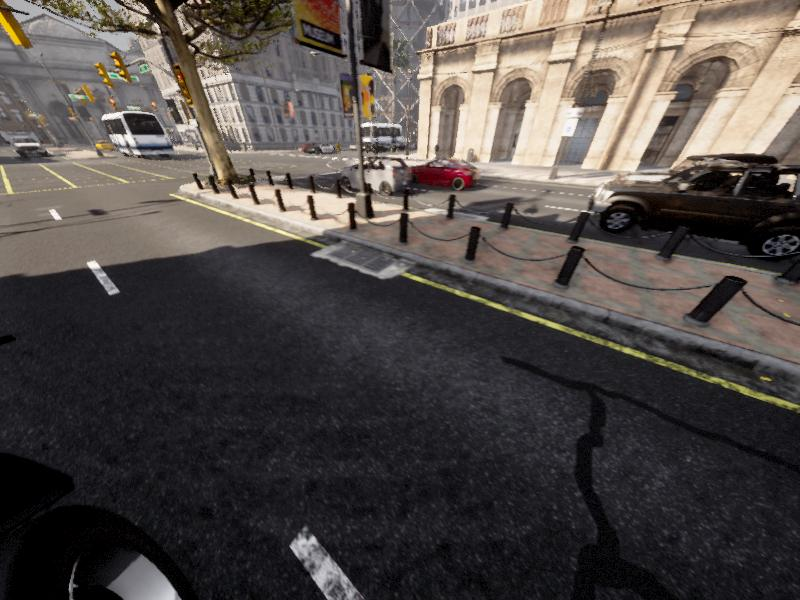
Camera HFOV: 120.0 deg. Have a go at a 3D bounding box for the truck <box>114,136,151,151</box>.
[{"bbox_3d":[-46.932,-27.473,40.513,6.274,2.098,2.390,22,41,28],"label":"truck"}]

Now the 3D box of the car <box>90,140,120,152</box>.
[{"bbox_3d":[-49.027,-25.654,38.363,5.366,1.575,1.801,22,41,28],"label":"car"}]

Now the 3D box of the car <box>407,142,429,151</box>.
[{"bbox_3d":[3.838,-31.903,47.928,2.033,1.411,5.357,22,41,28],"label":"car"}]

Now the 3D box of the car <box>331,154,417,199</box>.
[{"bbox_3d":[-1.255,-6.098,11.203,3.633,1.501,1.845,22,41,28],"label":"car"}]

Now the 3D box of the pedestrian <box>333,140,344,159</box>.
[{"bbox_3d":[-7.592,-18.544,28.438,0.751,1.860,0.751,27,43,33],"label":"pedestrian"}]

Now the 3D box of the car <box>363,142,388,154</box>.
[{"bbox_3d":[-4.005,-25.537,38.758,1.816,1.474,4.193,22,41,28],"label":"car"}]

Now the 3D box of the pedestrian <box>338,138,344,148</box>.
[{"bbox_3d":[-13.087,-35.008,51.439,0.751,1.860,0.751,22,41,28],"label":"pedestrian"}]

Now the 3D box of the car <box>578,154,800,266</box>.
[{"bbox_3d":[7.777,-2.545,5.960,4.605,1.855,1.932,22,40,28],"label":"car"}]

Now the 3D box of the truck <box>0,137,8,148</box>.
[{"bbox_3d":[-81.719,-30.357,44.232,6.274,2.098,2.390,-25,43,-32],"label":"truck"}]

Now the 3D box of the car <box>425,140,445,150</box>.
[{"bbox_3d":[7.969,-35.384,52.703,2.152,1.651,5.027,23,41,28],"label":"car"}]

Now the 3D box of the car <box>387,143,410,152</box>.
[{"bbox_3d":[-0.279,-28.519,43.177,1.895,1.301,4.718,22,41,28],"label":"car"}]

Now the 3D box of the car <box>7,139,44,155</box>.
[{"bbox_3d":[-51.750,-21.153,31.918,4.856,1.649,2.033,22,41,28],"label":"car"}]

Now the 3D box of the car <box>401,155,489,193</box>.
[{"bbox_3d":[2.325,-7.027,12.696,4.181,1.385,1.994,22,41,28],"label":"car"}]

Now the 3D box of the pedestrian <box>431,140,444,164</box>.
[{"bbox_3d":[3.512,-13.987,21.835,0.751,1.860,0.751,-24,42,-31],"label":"pedestrian"}]

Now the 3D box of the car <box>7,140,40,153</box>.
[{"bbox_3d":[-57.611,-23.534,35.332,4.902,1.511,2.128,23,41,28],"label":"car"}]

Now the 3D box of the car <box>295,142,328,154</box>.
[{"bbox_3d":[-14.049,-24.291,36.915,1.812,1.442,4.674,22,41,28],"label":"car"}]

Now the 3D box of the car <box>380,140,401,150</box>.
[{"bbox_3d":[-1.977,-34.297,51.019,2.242,1.667,4.611,23,41,28],"label":"car"}]

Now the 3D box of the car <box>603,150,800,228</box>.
[{"bbox_3d":[10.038,-4.087,8.159,3.866,1.878,1.905,22,41,28],"label":"car"}]

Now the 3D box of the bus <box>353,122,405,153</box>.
[{"bbox_3d":[-3.576,-30.424,43.277,3.944,4.253,10.273,22,41,28],"label":"bus"}]

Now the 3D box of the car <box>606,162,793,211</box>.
[{"bbox_3d":[12.400,-5.169,10.222,4.718,1.301,1.895,22,41,28],"label":"car"}]

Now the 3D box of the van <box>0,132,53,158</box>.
[{"bbox_3d":[-45.467,-18.909,28.112,6.366,2.431,2.351,22,41,28],"label":"van"}]

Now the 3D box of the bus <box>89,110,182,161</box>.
[{"bbox_3d":[-31.398,-19.450,27.445,10.273,4.253,3.944,22,41,28],"label":"bus"}]

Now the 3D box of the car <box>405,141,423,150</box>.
[{"bbox_3d":[3.214,-34.952,52.125,2.007,1.525,4.514,22,41,28],"label":"car"}]

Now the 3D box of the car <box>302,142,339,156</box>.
[{"bbox_3d":[-11.776,-22.659,34.550,2.038,1.542,4.974,22,41,27],"label":"car"}]

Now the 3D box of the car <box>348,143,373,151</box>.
[{"bbox_3d":[-7.529,-29.623,44.664,1.895,1.301,4.718,22,41,28],"label":"car"}]
